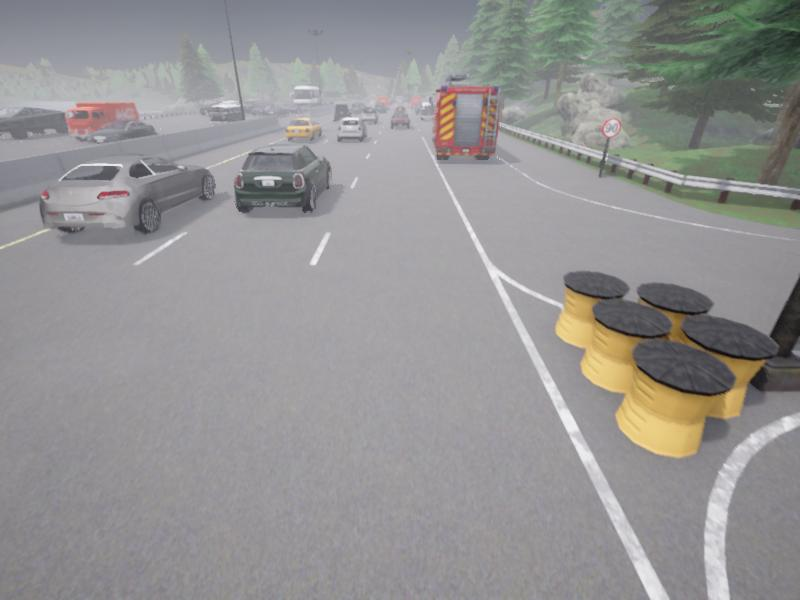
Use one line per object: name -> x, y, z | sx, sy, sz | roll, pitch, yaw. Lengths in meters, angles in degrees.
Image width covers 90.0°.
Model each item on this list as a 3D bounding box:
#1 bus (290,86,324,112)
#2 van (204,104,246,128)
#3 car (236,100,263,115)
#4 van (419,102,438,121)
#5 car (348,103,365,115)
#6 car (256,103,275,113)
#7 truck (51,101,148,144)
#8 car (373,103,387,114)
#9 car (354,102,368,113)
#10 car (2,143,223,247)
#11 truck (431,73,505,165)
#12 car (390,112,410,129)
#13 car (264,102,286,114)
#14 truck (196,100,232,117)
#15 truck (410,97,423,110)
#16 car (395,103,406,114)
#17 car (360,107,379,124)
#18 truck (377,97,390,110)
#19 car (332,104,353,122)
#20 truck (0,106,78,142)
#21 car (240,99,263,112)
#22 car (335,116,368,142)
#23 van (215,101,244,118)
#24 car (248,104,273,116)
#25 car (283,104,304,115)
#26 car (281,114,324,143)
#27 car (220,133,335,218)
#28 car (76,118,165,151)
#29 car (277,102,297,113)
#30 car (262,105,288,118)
bus -> -17.322, -38.023, 75.600 | 3.944, 4.253, 10.273 | 0, 27, 0
van -> -17.473, -18.511, 40.181 | 2.069, 2.038, 4.480 | 0, 27, 0
car -> -24.453, -31.522, 65.376 | 2.150, 2.045, 5.566 | 0, 27, 0
van -> 3.538, -24.096, 51.105 | 2.069, 2.038, 4.480 | 0, 26, 0
car -> -6.953, -30.901, 64.665 | 2.242, 1.667, 4.611 | 0, 27, 0
car -> -24.449, -35.043, 72.842 | 2.007, 1.525, 4.514 | 0, 27, 0
truck -> -21.043, -12.720, 28.458 | 2.627, 2.467, 5.204 | 0, 27, -1
car -> -3.451, -33.742, 70.346 | 2.242, 1.667, 4.611 | 0, 27, 0
car -> -6.949, -34.547, 71.768 | 2.033, 1.649, 4.856 | 0, 27, 0
car -> -6.990, -3.056, 10.727 | 2.152, 1.651, 5.027 | 0, 27, 0
truck -> 3.353, -10.183, 22.201 | 2.891, 3.827, 8.468 | 1, 27, 2
car -> 0.029, -18.083, 40.261 | 1.895, 1.301, 4.718 | 0, 27, 0
car -> -20.952, -32.368, 67.310 | 2.097, 1.767, 4.553 | 0, 27, 0
truck -> -27.956, -28.955, 60.309 | 2.390, 2.098, 6.274 | 0, 27, 0
truck -> 3.549, -43.041, 87.397 | 2.627, 2.467, 5.204 | 2, 27, 3
car -> 0.048, -32.491, 67.938 | 1.882, 1.535, 5.008 | 0, 27, 0
car -> -3.465, -21.211, 45.968 | 1.851, 1.617, 3.988 | 0, 27, 0
truck -> -3.446, -41.332, 84.043 | 2.627, 2.467, 5.204 | 0, 27, 0
car -> -6.964, -22.912, 48.938 | 1.905, 1.878, 3.866 | 0, 27, 0
truck -> -27.974, -13.334, 30.020 | 2.390, 2.098, 6.274 | 0, 27, 0
car -> -27.946, -36.774, 75.542 | 2.150, 2.045, 5.566 | 0, 27, 0
car -> -3.475, -12.525, 29.266 | 1.970, 1.475, 3.806 | 0, 27, 0
van -> -24.457, -27.559, 57.692 | 2.069, 2.038, 4.480 | 0, 27, 0
car -> -20.957, -28.708, 60.428 | 2.038, 1.542, 4.974 | 0, 27, 0
car -> -17.455, -31.374, 65.816 | 2.033, 1.411, 5.357 | 0, 27, 0
car -> -6.977, -12.619, 29.315 | 1.801, 1.575, 5.366 | 0, 27, 0
car -> -3.487, -4.054, 12.493 | 2.097, 1.767, 4.553 | 0, 27, 0
car -> -17.478, -10.584, 25.386 | 2.128, 1.511, 4.902 | 0, 27, 0
car -> -20.947, -35.736, 74.331 | 2.152, 1.651, 5.027 | 0, 27, 0
car -> -17.460, -26.452, 56.160 | 2.128, 1.511, 4.902 | 0, 27, 0
